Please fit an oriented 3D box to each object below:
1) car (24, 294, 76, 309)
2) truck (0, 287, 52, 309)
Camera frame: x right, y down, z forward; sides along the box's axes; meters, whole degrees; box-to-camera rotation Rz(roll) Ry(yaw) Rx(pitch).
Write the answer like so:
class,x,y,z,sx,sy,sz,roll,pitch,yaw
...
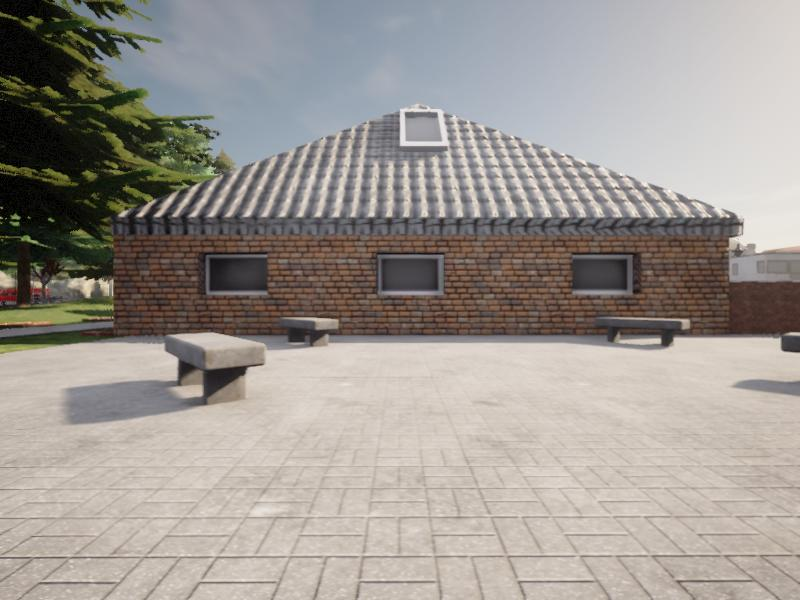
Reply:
class,x,y,z,sx,sy,sz,roll,pitch,yaw
car,-41.678,0.168,47.834,2.242,1.667,4.611,0,0,0
truck,-45.683,-0.254,48.437,2.627,2.467,5.204,0,0,0
